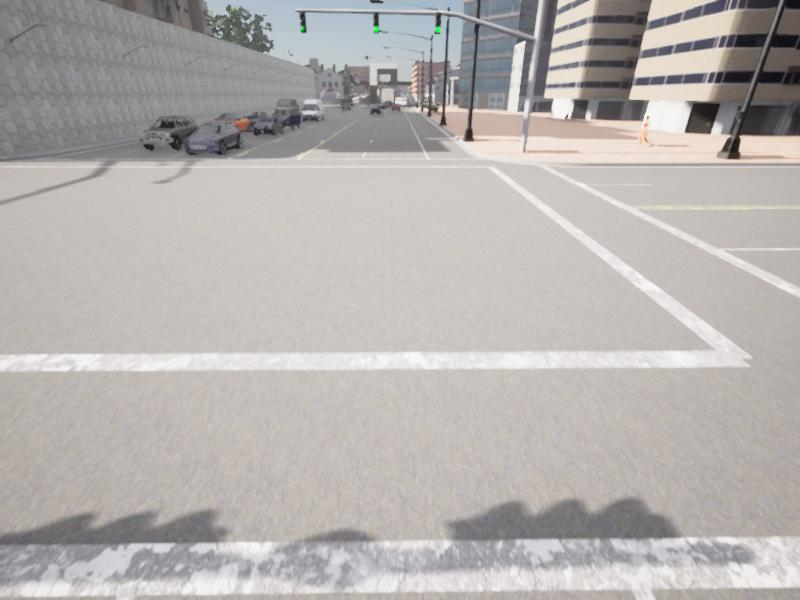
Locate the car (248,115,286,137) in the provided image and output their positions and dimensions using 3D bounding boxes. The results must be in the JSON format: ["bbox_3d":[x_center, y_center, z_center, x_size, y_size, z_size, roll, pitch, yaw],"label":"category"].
[{"bbox_3d":[-10.869,-14.393,33.019,1.845,1.501,3.633,0,27,0],"label":"car"}]

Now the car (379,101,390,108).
[{"bbox_3d":[-4.031,-50.252,102.930,2.038,1.542,4.974,3,27,6],"label":"car"}]

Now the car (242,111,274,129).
[{"bbox_3d":[-14.436,-18.406,40.896,1.816,1.474,4.193,0,27,0],"label":"car"}]

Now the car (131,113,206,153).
[{"bbox_3d":[-14.300,-10.558,25.127,1.932,1.855,4.605,0,29,0],"label":"car"}]

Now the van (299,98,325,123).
[{"bbox_3d":[-11.030,-24.003,50.643,1.988,2.561,5.915,0,28,0],"label":"van"}]

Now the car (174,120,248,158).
[{"bbox_3d":[-10.734,-9.433,23.236,2.033,1.649,4.856,-1,27,-1],"label":"car"}]

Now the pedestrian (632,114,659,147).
[{"bbox_3d":[15.352,-10.610,25.067,0.751,1.860,0.751,-3,27,-6],"label":"pedestrian"}]

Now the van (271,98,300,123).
[{"bbox_3d":[-14.535,-24.301,51.212,1.988,2.561,5.915,0,29,0],"label":"van"}]

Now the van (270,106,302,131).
[{"bbox_3d":[-10.917,-17.572,38.714,1.775,1.987,4.442,0,27,0],"label":"van"}]

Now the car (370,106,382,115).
[{"bbox_3d":[-4.197,-33.235,70.042,1.895,1.301,4.718,0,27,0],"label":"car"}]

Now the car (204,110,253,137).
[{"bbox_3d":[-14.376,-15.023,33.944,2.097,1.767,4.553,0,27,0],"label":"car"}]
